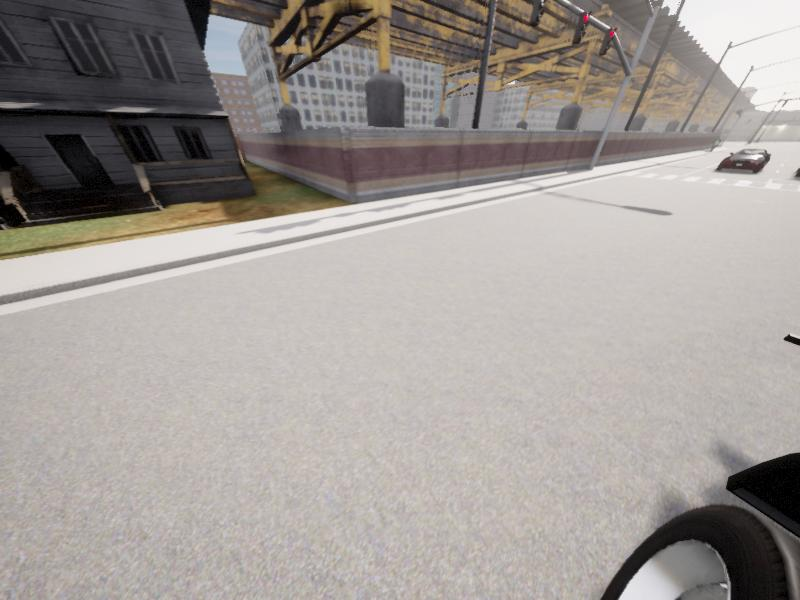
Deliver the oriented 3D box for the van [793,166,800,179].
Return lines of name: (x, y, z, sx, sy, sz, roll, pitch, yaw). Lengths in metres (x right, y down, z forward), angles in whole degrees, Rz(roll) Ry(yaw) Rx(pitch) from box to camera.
van: (27.528, -9.158, 14.388, 5.915, 2.561, 1.988, -22, 41, -28)

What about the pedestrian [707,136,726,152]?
pedestrian: (47.006, -23.200, 34.352, 0.751, 1.860, 0.751, -20, 40, -25)

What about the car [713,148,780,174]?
car: (25.807, -10.428, 17.218, 4.181, 1.385, 1.994, -21, 40, -27)
